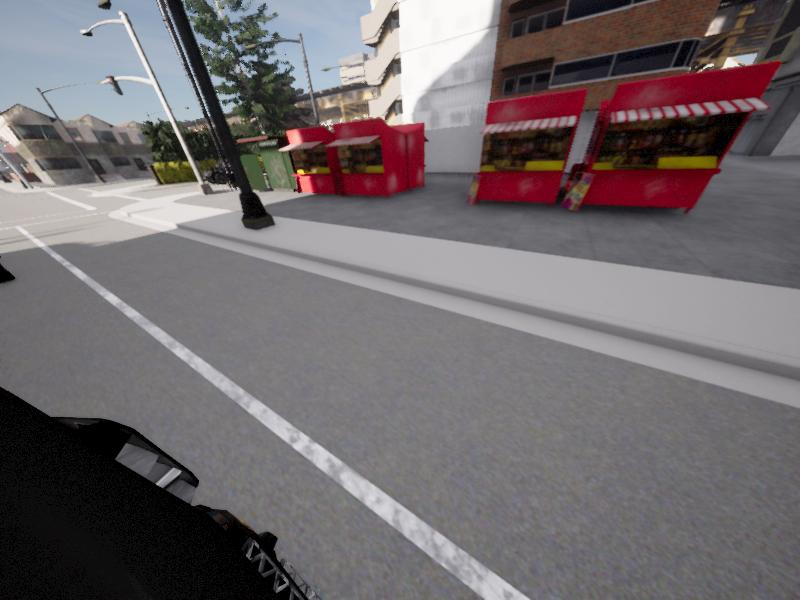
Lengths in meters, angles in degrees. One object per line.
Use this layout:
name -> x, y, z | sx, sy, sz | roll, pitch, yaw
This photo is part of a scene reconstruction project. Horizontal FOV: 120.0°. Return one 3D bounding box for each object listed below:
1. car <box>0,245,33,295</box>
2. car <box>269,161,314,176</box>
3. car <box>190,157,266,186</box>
car -> -10.733, -0.986, 4.965 | 4.792, 1.488, 2.163 | 16, 38, 26
car -> -13.503, -16.538, 29.028 | 1.895, 1.301, 4.718 | 15, 38, 27
car -> -17.241, -13.228, 23.644 | 2.150, 2.045, 5.566 | 15, 38, 27
